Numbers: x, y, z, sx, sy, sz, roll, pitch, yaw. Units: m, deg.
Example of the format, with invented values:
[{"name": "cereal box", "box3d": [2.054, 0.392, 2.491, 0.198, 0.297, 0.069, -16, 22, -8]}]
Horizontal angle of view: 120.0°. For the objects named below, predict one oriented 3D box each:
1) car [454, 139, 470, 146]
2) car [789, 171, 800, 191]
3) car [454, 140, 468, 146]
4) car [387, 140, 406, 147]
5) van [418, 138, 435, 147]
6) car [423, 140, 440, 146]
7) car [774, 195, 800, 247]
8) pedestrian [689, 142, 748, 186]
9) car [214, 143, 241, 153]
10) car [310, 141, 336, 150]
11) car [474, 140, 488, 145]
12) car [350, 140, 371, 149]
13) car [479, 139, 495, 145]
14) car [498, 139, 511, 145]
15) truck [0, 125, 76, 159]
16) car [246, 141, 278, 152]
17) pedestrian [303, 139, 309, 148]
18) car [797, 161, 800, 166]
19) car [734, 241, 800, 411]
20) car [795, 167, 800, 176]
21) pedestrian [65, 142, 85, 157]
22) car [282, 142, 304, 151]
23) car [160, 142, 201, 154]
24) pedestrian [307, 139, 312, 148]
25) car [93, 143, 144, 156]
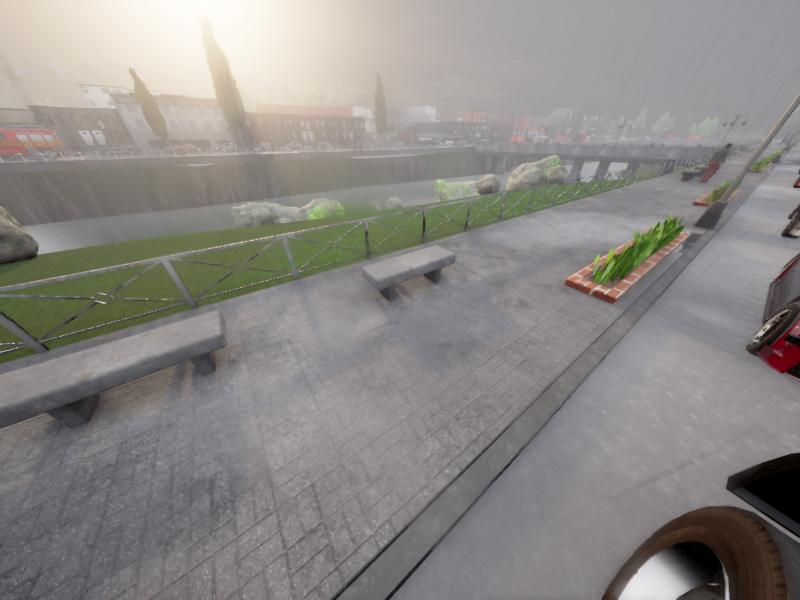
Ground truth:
[{"name": "car", "box3d": [20.358, -52.005, 76.184, 5.238, 1.638, 1.930, -22, 41, -28]}, {"name": "car", "box3d": [22.222, -6.521, 11.699, 4.514, 1.525, 2.007, -22, 41, -28]}, {"name": "car", "box3d": [18.729, -48.426, 71.330, 3.806, 1.475, 1.970, -22, 41, -28]}, {"name": "car", "box3d": [-1.038, -43.273, 63.973, 4.974, 1.542, 2.038, -22, 41, -28]}, {"name": "van", "box3d": [7.386, -44.071, 64.664, 4.480, 2.038, 2.069, -22, 41, -28]}, {"name": "car", "box3d": [9.481, -47.534, 69.999, 5.008, 1.535, 1.882, -22, 41, -28]}, {"name": "car", "box3d": [12.059, -2.386, 5.898, 4.514, 1.525, 2.007, -22, 41, -28]}, {"name": "pedestrian", "box3d": [16.272, -6.985, 11.886, 0.751, 1.860, 0.751, -4, 35, -6]}, {"name": "car", "box3d": [-33.813, -29.875, 45.270, 3.806, 1.475, 1.970, -22, 41, -28]}, {"name": "car", "box3d": [-17.983, -36.392, 54.274, 5.238, 1.638, 1.930, -22, 41, -28]}, {"name": "car", "box3d": [28.235, -55.156, 80.725, 4.892, 1.490, 1.837, -22, 41, -28]}, {"name": "car", "box3d": [-10.063, -39.621, 58.800, 4.856, 1.649, 2.033, -22, 41, -28]}, {"name": "car", "box3d": [29.051, -52.731, 77.157, 5.238, 1.638, 1.930, -22, 41, -28]}, {"name": "car", "box3d": [36.904, -55.881, 81.674, 3.988, 1.617, 1.851, -22, 41, -28]}, {"name": "truck", "box3d": [-54.398, -22.458, 32.841, 8.468, 3.827, 2.891, -22, 41, -28]}, {"name": "car", "box3d": [-28.740, -32.012, 48.127, 5.238, 1.638, 1.930, -22, 41, -28]}, {"name": "pedestrian", "box3d": [-23.562, -39.183, 57.884, 0.751, 1.860, 0.751, -26, 43, -32]}, {"name": "car", "box3d": [38.046, -12.962, 20.737, 3.633, 1.501, 1.845, -22, 41, -28]}, {"name": "car", "box3d": [6.073, 0.129, 2.534, 4.181, 1.385, 1.994, -22, 40, -28]}, {"name": "car", "box3d": [29.350, -9.399, 15.784, 4.193, 1.474, 1.816, -22, 41, -28]}, {"name": "pedestrian", "box3d": [-48.110, -22.270, 34.193, 0.751, 1.860, 0.751, 8, 36, 11]}, {"name": "car", "box3d": [-23.609, -34.031, 51.102, 3.806, 1.475, 1.970, -22, 41, -28]}, {"name": "car", "box3d": [-39.667, -27.554, 41.887, 5.027, 1.651, 2.152, -22, 41, -28]}, {"name": "pedestrian", "box3d": [-22.435, -38.711, 57.181, 0.751, 1.860, 0.751, -15, 38, -20]}, {"name": "car", "box3d": [-46.202, -24.897, 38.155, 4.856, 1.649, 2.033, -22, 41, -28]}]
